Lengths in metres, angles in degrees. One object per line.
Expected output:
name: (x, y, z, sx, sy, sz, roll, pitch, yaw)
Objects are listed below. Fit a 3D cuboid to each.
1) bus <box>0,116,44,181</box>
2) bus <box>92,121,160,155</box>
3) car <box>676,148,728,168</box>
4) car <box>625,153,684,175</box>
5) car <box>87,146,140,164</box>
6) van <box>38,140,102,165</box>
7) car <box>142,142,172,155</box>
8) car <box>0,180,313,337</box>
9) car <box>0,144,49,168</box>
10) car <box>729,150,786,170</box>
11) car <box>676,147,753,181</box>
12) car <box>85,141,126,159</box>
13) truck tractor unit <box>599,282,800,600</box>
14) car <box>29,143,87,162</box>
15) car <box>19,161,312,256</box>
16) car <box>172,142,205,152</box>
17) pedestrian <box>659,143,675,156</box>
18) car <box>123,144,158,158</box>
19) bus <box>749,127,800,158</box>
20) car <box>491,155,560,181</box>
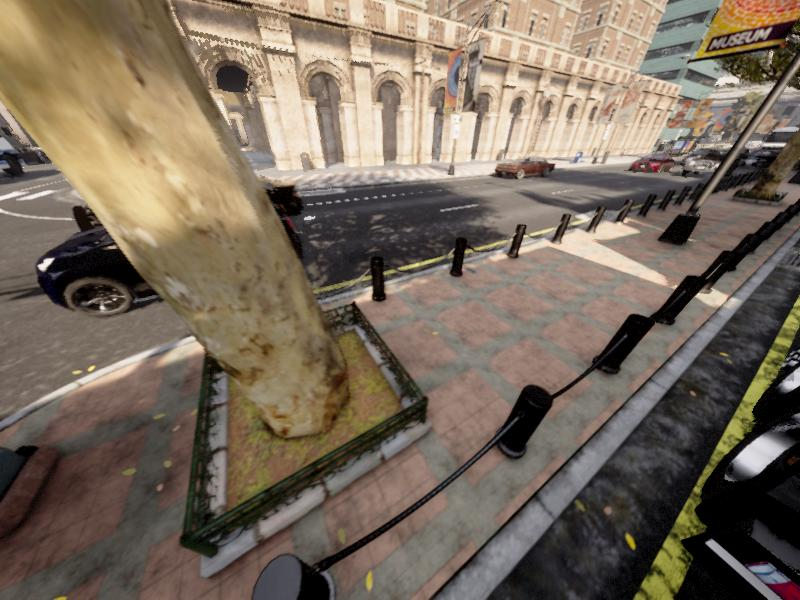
bus: (-27.043, -8.619, 12.441, 3.944, 4.253, 10.273, -18, 39, -25)
bus: (-46.277, -27.749, 39.762, 3.944, 4.253, 10.273, -18, 39, -24)
car: (32.767, -15.494, 25.093, 4.856, 1.649, 2.033, -18, 39, -25)
car: (22.029, -11.880, 20.043, 4.181, 1.385, 1.994, -18, 39, -24)
car: (-31.865, -16.344, 25.925, 2.163, 1.488, 4.792, -18, 39, -24)
van: (-35.403, -16.098, 25.057, 2.069, 2.038, 4.480, -18, 39, -24)
car: (-41.524, -26.036, 39.647, 2.152, 1.651, 5.027, -18, 39, -24)
car: (-3.827, -1.105, 4.217, 3.633, 1.501, 1.845, -20, 40, -26)
car: (-37.386, -13.884, 22.181, 2.242, 1.667, 4.611, -18, 39, -24)
car: (36.429, -14.334, 23.562, 4.902, 1.511, 2.128, -18, 39, -24)
car: (23.470, -10.249, 17.262, 4.605, 1.855, 1.932, -18, 39, -24)
car: (-39.884, -20.476, 31.437, 1.905, 1.878, 3.866, -18, 39, -24)
truck tractor unit: (5.139, -0.273, 0.736, 6.516, 4.208, 3.053, -17, 38, -23)
car: (-41.710, -18.215, 28.395, 1.930, 1.638, 5.238, -18, 40, -24)
car: (-5.648, -2.935, 6.734, 5.238, 1.638, 1.930, -18, 39, -24)
car: (-45.330, -32.862, 49.670, 2.152, 1.651, 5.027, 2, 35, 3)
pedestrian: (44.098, -24.882, 38.160, 0.751, 1.860, 0.751, -11, 36, -15)
car: (-36.794, -21.293, 32.954, 2.007, 1.525, 4.514, -18, 39, -24)
bus: (69.021, -28.335, 41.539, 10.273, 4.253, 3.944, -18, 39, -24)
car: (9.239, -9.817, 17.032, 4.718, 1.301, 1.895, -18, 39, -25)
